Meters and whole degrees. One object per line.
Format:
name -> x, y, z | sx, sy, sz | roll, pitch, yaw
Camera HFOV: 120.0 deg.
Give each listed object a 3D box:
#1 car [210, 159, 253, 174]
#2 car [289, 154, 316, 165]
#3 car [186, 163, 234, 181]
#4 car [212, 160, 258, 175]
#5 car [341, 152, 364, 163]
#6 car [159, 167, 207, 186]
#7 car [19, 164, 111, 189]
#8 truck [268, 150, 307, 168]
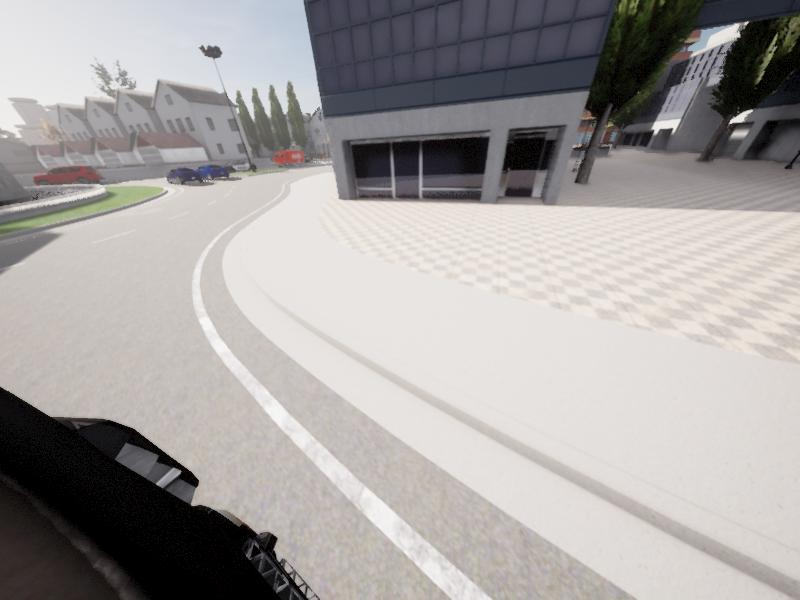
car -> -26.453, -21.148, 36.452 | 2.033, 1.649, 4.856 | 17, 38, 27
car -> -20.056, -28.930, 47.604 | 1.930, 1.638, 5.238 | 9, 35, 18
car -> -21.620, -14.556, 26.227 | 5.008, 1.535, 1.882 | 15, 38, 25
car -> -24.155, -19.645, 34.090 | 2.038, 1.542, 4.974 | 18, 39, 29
car -> -9.055, -27.448, 44.441 | 2.242, 1.667, 4.611 | 9, 36, 18
car -> -21.811, -12.464, 23.183 | 4.674, 1.442, 1.812 | 17, 39, 28
car -> -39.324, -14.677, 27.409 | 5.566, 2.045, 2.150 | -16, 36, -18
truck -> -19.606, -24.767, 40.589 | 2.627, 2.467, 5.204 | 12, 36, 22
